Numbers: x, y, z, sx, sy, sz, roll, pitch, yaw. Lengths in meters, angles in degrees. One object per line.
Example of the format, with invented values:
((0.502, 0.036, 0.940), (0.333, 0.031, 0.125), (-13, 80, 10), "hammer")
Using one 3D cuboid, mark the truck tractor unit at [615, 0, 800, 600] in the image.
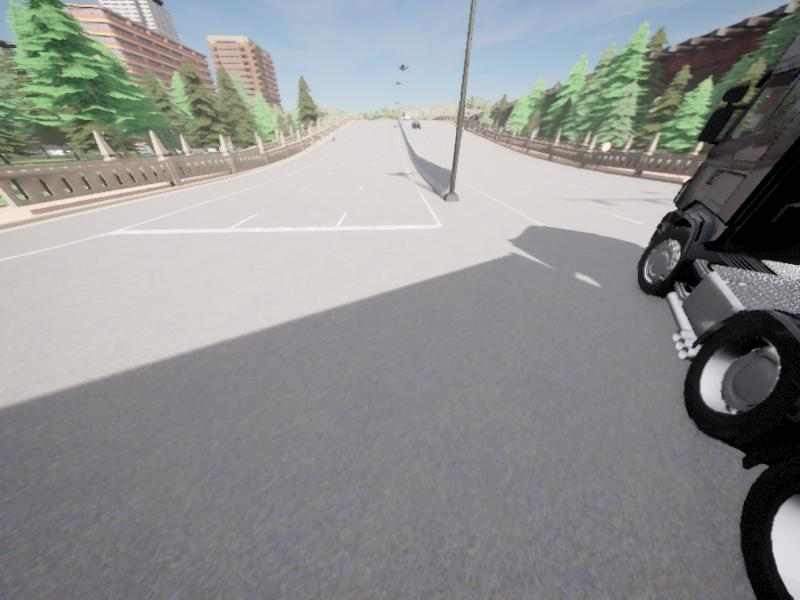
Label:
((4.529, -0.652, 1.318), (3.053, 4.208, 6.516), (22, 40, 27), "truck tractor unit")
